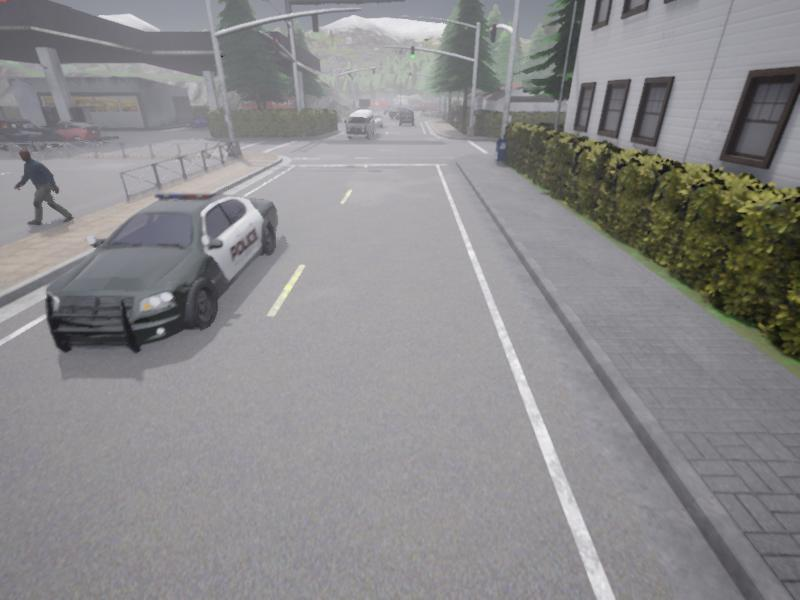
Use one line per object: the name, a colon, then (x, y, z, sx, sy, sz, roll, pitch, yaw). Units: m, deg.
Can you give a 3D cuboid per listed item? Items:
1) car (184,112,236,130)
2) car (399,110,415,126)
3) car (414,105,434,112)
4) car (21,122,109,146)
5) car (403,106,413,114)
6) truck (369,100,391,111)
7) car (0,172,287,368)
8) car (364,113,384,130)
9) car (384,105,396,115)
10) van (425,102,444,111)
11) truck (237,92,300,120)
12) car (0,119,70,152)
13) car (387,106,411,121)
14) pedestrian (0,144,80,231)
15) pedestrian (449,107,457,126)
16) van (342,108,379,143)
car: (-21.405, -20.271, 45.261, 4.611, 1.667, 2.242, 0, 27, 1)
car: (0.813, -21.333, 46.854, 1.789, 1.549, 3.705, 1, 27, 1)
car: (5.495, -44.336, 92.556, 4.674, 1.442, 1.812, 1, 27, 1)
car: (-25.005, -12.485, 29.995, 4.514, 1.525, 2.007, 1, 27, 1)
car: (1.661, -37.558, 78.994, 1.895, 1.301, 4.718, 1, 27, 1)
truck: (-4.990, -48.098, 98.830, 5.204, 2.467, 2.627, 1, 27, 1)
car: (-3.736, -0.975, 6.929, 2.038, 1.542, 4.974, 1, 27, 1)
car: (-2.799, -19.637, 43.859, 1.812, 1.442, 4.674, -1, 27, 2)
car: (-1.918, -36.157, 75.990, 2.038, 1.542, 4.974, 1, 27, 1)
van: (8.147, -46.135, 95.485, 4.442, 1.987, 1.775, 1, 27, 1)
truck: (-20.432, -30.471, 62.758, 8.468, 3.827, 2.891, 1, 27, 2)
car: (-25.082, -11.059, 26.793, 3.866, 1.878, 1.905, 1, 27, 1)
car: (-0.179, -27.221, 58.355, 2.097, 1.767, 4.553, -10, 29, -18)
pedestrian: (-8.621, -2.690, 9.560, 0.751, 1.860, 0.751, 12, 30, 23)
pedestrian: (5.777, -20.042, 43.619, 0.751, 1.860, 0.751, 0, 27, 0)
van: (-3.242, -14.760, 33.689, 2.069, 2.038, 4.480, 4, 32, 6)
